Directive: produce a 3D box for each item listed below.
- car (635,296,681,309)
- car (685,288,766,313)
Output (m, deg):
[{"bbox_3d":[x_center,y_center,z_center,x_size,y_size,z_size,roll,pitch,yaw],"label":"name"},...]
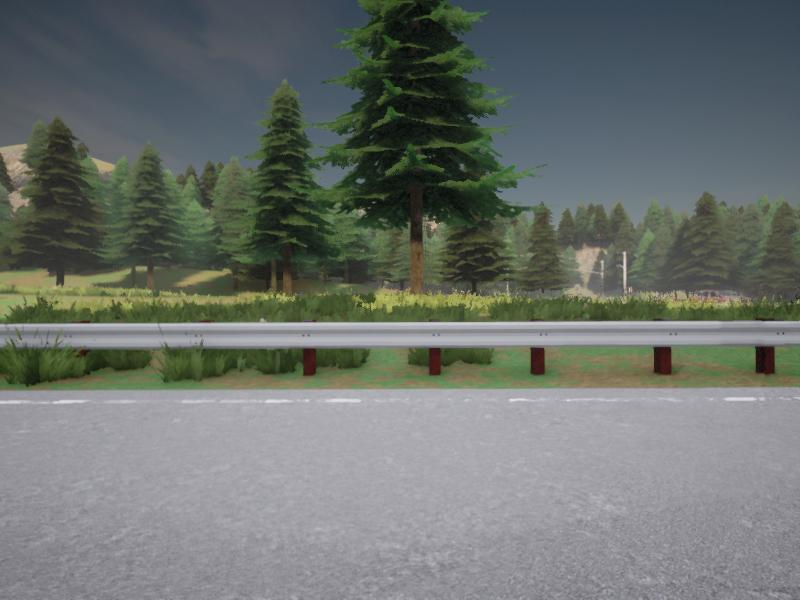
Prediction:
[{"bbox_3d":[27.444,0.209,42.772,1.895,1.301,4.718,0,0,1],"label":"car"},{"bbox_3d":[23.980,0.036,29.778,2.242,1.667,4.611,0,0,-1],"label":"car"}]
